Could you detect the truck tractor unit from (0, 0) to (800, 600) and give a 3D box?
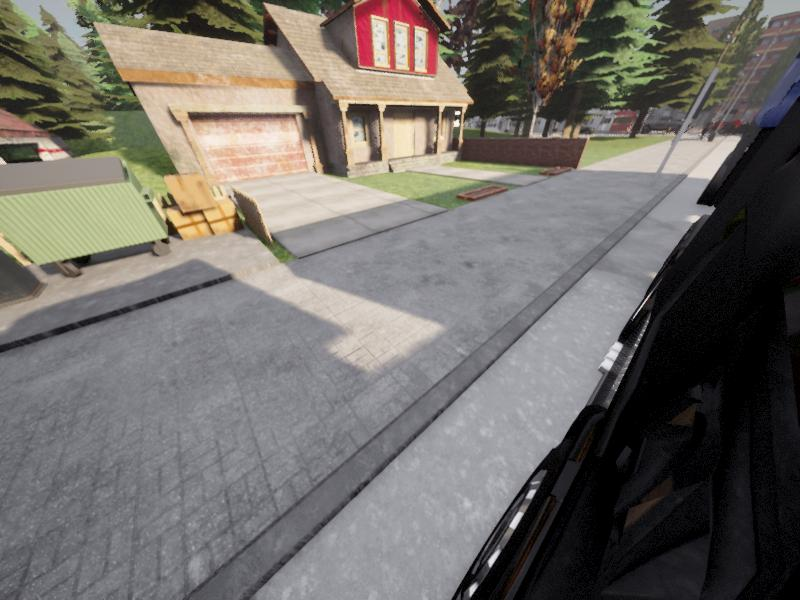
[{"bbox_3d":[2.645,-0.295,0.352,6.516,4.208,3.053,-28,44,-30],"label":"truck tractor unit"}]

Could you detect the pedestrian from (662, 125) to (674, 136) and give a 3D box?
[{"bbox_3d":[35.299,-22.314,30.389,0.500,1.100,0.500,-22,41,-24],"label":"pedestrian"}]

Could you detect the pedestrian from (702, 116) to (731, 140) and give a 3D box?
[{"bbox_3d":[30.840,-16.744,22.535,0.751,1.860,0.751,-18,39,-20],"label":"pedestrian"}]

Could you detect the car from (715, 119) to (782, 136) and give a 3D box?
[{"bbox_3d":[41.931,-20.911,28.018,1.816,1.474,4.193,-1,37,3],"label":"car"}]

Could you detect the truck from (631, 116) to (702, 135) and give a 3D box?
[{"bbox_3d":[38.625,-25.426,33.749,2.390,2.098,6.274,-28,44,-30],"label":"truck"}]

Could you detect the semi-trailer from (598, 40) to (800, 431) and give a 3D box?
[{"bbox_3d":[8.698,-3.594,4.243,14.254,4.402,2.717,-28,44,-30],"label":"semi-trailer"}]

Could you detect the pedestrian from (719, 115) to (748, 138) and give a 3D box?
[{"bbox_3d":[35.189,-18.304,24.375,0.751,1.860,0.751,-14,38,-15],"label":"pedestrian"}]

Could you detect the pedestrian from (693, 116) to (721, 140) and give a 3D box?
[{"bbox_3d":[30.231,-16.886,22.760,0.751,1.860,0.751,-20,40,-22],"label":"pedestrian"}]

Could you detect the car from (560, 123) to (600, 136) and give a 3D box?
[{"bbox_3d":[31.612,-30.029,40.739,2.152,1.651,5.027,-28,44,-30],"label":"car"}]
